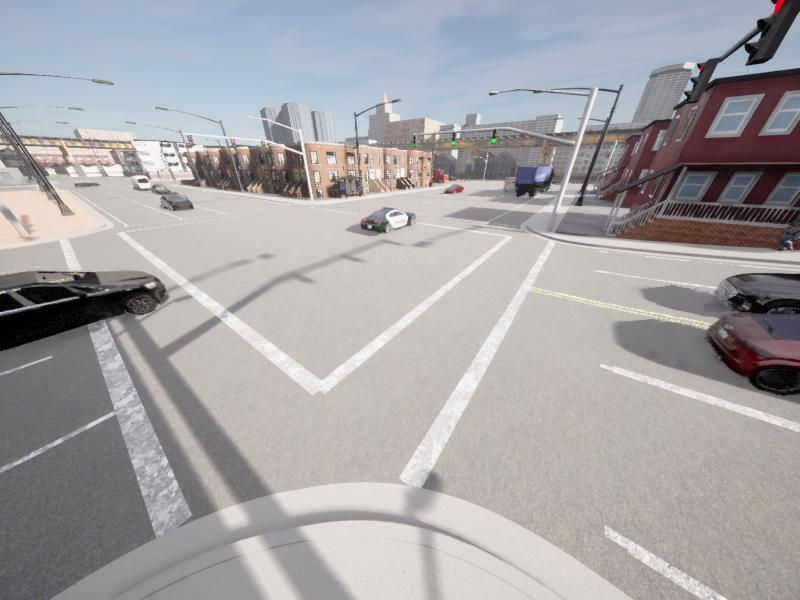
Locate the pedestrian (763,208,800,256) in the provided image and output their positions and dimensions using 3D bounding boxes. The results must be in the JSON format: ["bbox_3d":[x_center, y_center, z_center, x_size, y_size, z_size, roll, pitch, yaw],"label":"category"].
[{"bbox_3d":[17.675,-3.052,10.299,0.751,1.860,0.751,23,37,34],"label":"pedestrian"}]

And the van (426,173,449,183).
[{"bbox_3d":[11.395,-36.989,69.939,6.366,2.431,2.351,21,36,31],"label":"van"}]

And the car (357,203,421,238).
[{"bbox_3d":[-0.644,-6.201,17.512,2.038,1.542,4.974,20,36,31],"label":"car"}]

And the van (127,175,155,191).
[{"bbox_3d":[-52.254,-23.591,46.584,5.915,2.561,1.988,20,36,31],"label":"van"}]

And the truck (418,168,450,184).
[{"bbox_3d":[9.725,-36.000,66.829,8.468,3.827,2.891,20,36,31],"label":"truck"}]

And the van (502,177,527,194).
[{"bbox_3d":[21.388,-21.522,43.149,2.351,2.431,6.366,20,36,31],"label":"van"}]

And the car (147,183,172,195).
[{"bbox_3d":[-41.905,-19.380,40.261,3.988,1.617,1.851,20,36,31],"label":"car"}]

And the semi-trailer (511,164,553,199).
[{"bbox_3d":[22.559,-20.217,38.888,2.717,4.402,14.254,20,36,32],"label":"semi-trailer"}]

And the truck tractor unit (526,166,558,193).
[{"bbox_3d":[27.377,-23.265,44.379,3.053,4.208,6.516,22,37,33],"label":"truck tractor unit"}]

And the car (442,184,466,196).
[{"bbox_3d":[9.338,-18.857,39.424,1.882,1.535,5.008,20,35,31],"label":"car"}]

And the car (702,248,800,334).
[{"bbox_3d":[12.056,0.004,5.797,4.856,1.649,2.033,15,33,33],"label":"car"}]

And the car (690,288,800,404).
[{"bbox_3d":[8.993,1.217,4.163,4.181,1.385,1.994,17,34,34],"label":"car"}]

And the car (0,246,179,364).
[{"bbox_3d":[-9.943,0.043,6.558,2.242,1.667,4.611,20,36,31],"label":"car"}]

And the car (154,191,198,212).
[{"bbox_3d":[-25.064,-11.054,25.804,5.238,1.638,1.930,20,36,31],"label":"car"}]
